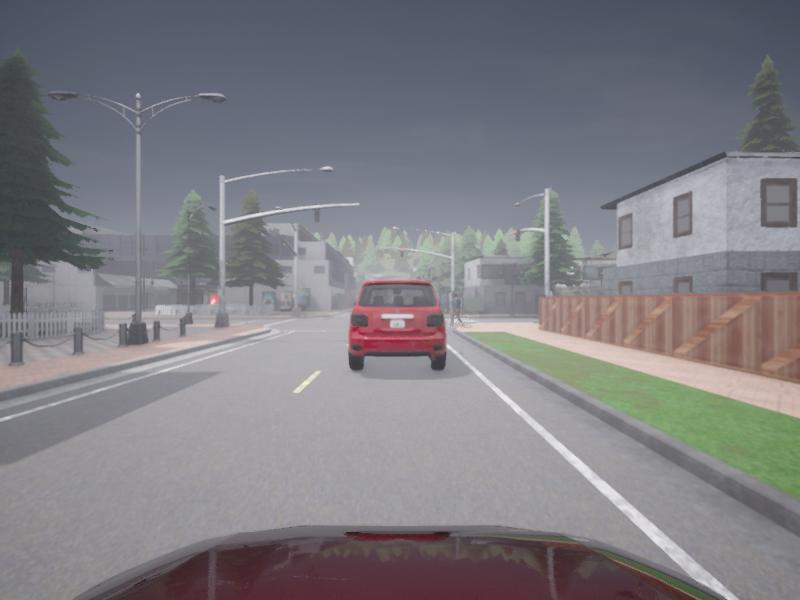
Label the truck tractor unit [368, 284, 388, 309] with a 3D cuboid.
[{"bbox_3d":[-3.755,-0.507,71.084,3.053,4.208,6.516,0,0,1],"label":"truck tractor unit"}]

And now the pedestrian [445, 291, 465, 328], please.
[{"bbox_3d":[2.850,0.490,20.621,0.751,1.860,0.751,0,0,35],"label":"pedestrian"}]

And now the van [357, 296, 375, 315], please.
[{"bbox_3d":[-3.784,0.609,45.089,1.775,1.987,4.442,0,0,0],"label":"van"}]

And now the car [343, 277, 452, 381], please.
[{"bbox_3d":[-0.068,0.571,10.626,2.150,2.045,5.566,0,0,0],"label":"car"}]

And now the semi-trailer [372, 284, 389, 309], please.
[{"bbox_3d":[-3.693,-0.599,78.995,2.717,4.402,14.254,0,0,0],"label":"semi-trailer"}]

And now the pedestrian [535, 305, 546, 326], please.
[{"bbox_3d":[7.824,0.857,22.271,0.500,1.100,0.500,0,0,4],"label":"pedestrian"}]
